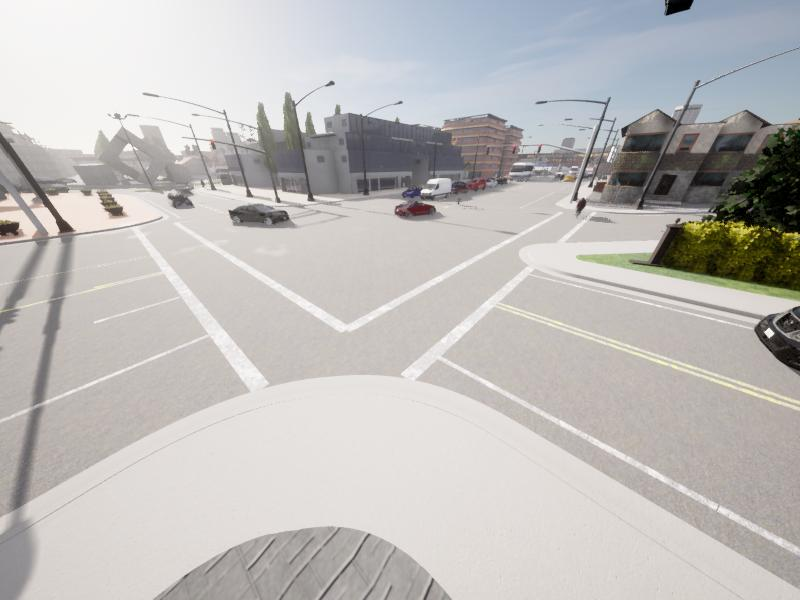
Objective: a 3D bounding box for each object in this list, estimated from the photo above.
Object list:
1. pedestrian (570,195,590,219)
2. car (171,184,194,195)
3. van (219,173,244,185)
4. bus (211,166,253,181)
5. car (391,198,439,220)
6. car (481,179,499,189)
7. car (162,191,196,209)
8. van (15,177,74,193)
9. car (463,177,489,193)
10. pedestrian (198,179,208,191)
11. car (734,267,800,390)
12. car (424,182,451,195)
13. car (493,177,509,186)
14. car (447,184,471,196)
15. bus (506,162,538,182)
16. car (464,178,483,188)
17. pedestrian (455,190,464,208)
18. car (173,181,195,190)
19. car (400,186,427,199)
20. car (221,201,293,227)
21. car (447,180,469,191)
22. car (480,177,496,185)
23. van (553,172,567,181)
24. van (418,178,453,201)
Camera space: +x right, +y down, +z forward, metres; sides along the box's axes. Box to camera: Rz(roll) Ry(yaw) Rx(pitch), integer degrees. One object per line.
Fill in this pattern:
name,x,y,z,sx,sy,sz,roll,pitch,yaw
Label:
pedestrian,16.391,-8.490,21.081,0.751,1.860,0.751,13,33,22
car,-38.383,-19.487,40.670,5.357,1.411,2.033,26,39,37
van,-45.595,-32.896,62.748,1.988,2.561,5.915,2,30,3
bus,-57.820,-43.767,79.857,10.273,4.253,3.944,-10,32,-17
car,1.480,-8.897,22.344,4.181,1.385,1.994,-17,34,-27
car,18.509,-23.919,47.486,1.812,1.442,4.674,23,39,34
car,-26.240,-11.873,27.401,4.193,1.474,1.816,23,37,34
van,-64.053,-20.776,41.714,5.915,2.561,1.988,0,30,0
car,14.110,-21.390,42.837,2.150,2.045,5.566,23,38,34
pedestrian,-37.791,-22.073,44.334,0.751,1.860,0.751,-3,30,-5
car,11.035,1.388,3.860,5.566,2.045,2.150,23,37,34
car,6.555,-19.299,39.891,1.930,1.638,5.238,23,38,34
car,22.601,-26.542,51.635,1.816,1.474,4.193,23,38,34
car,9.896,-18.442,38.570,1.812,1.442,4.674,23,38,34
bus,31.989,-33.478,60.405,3.944,4.253,10.273,23,37,34
car,15.635,-24.946,49.229,1.837,1.490,4.892,23,39,34
pedestrian,6.733,-11.420,26.144,0.751,1.860,0.751,3,30,5
car,-45.318,-24.159,48.629,2.007,1.525,4.514,-13,33,-22
car,2.081,-16.512,35.329,1.816,1.474,4.193,22,37,34
car,-11.943,-7.310,19.472,5.008,1.535,1.882,7,31,12
car,11.226,-22.175,44.719,1.882,1.535,5.008,23,38,34
car,20.824,-28.183,54.509,1.994,1.385,4.181,24,39,35
van,45.500,-35.195,65.713,2.069,2.038,4.480,23,36,34
van,5.242,-16.133,33.595,1.988,2.561,5.915,23,37,34
